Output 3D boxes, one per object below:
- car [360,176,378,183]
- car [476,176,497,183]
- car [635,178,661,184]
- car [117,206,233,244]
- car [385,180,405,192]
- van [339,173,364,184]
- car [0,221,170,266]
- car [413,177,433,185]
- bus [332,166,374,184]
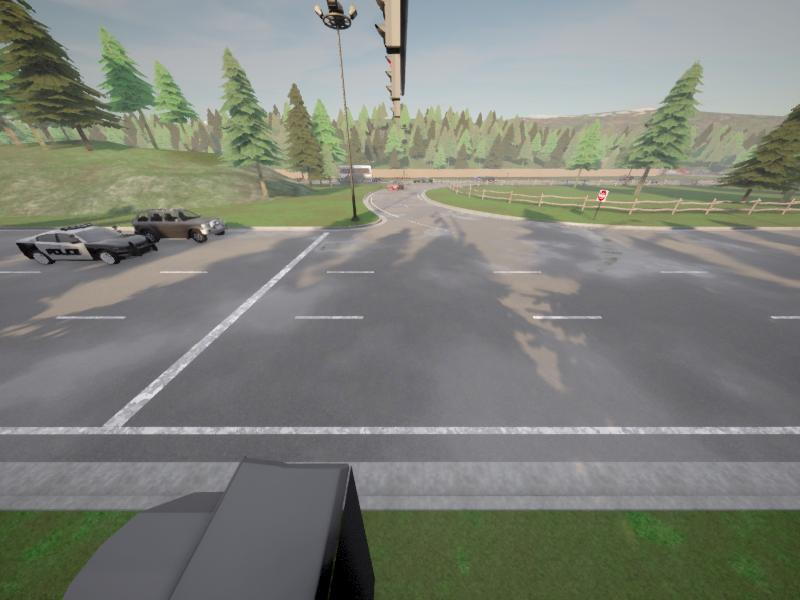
[{"bbox_3d":[-8.978,-34.938,66.905,5.027,1.651,2.152,0,30,0],"label":"car"},{"bbox_3d":[23.899,-33.365,63.919,4.605,1.855,1.932,0,30,0],"label":"car"},{"bbox_3d":[65.598,-31.480,61.140,4.181,1.385,1.994,0,30,0],"label":"car"},{"bbox_3d":[-13.468,-4.649,14.181,4.605,1.855,1.932,0,30,0],"label":"car"},{"bbox_3d":[-0.853,-21.798,44.089,2.242,1.667,4.611,10,32,17],"label":"car"},{"bbox_3d":[-12.578,-31.838,60.612,5.915,2.561,1.988,0,30,0],"label":"van"},{"bbox_3d":[-14.999,-2.797,11.209,5.238,1.638,1.930,0,30,0],"label":"car"},{"bbox_3d":[6.034,-31.480,60.891,5.238,1.638,1.930,-1,30,0],"label":"car"},{"bbox_3d":[-12.632,-34.266,63.105,10.273,4.253,3.944,0,30,0],"label":"bus"}]
